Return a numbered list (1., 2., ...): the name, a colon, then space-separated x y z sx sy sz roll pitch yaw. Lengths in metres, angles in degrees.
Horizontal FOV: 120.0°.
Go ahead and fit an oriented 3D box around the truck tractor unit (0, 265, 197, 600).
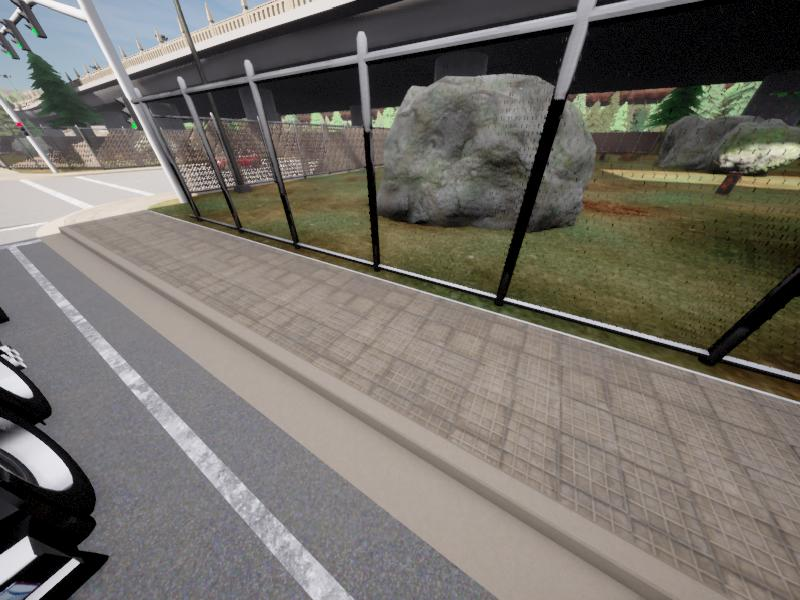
1. truck tractor unit: -5.113 -0.299 0.777 6.516 4.208 3.053 18 39 24
